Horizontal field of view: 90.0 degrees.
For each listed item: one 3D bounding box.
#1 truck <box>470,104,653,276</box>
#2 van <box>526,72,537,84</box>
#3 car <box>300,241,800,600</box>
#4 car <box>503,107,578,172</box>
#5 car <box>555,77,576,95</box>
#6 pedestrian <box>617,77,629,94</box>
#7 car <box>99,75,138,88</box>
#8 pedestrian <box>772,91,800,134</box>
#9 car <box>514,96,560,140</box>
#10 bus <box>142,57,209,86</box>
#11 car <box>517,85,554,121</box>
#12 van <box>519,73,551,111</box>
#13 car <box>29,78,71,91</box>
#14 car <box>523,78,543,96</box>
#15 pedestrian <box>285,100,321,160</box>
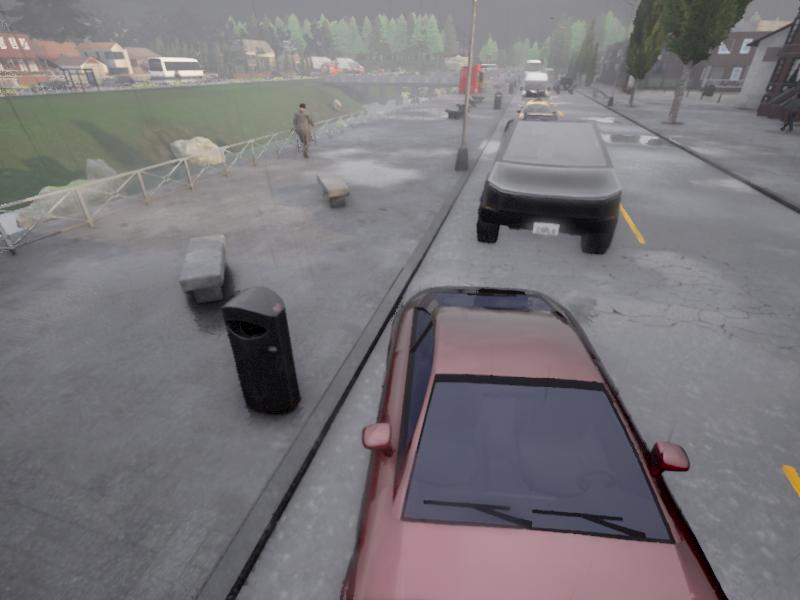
[{"bbox_3d":[3.269,-2.991,9.056,2.390,2.098,6.274,8,31,13],"label":"truck"},{"bbox_3d":[26.959,-45.402,81.782,1.775,1.987,4.442,8,31,13],"label":"van"},{"bbox_3d":[0.759,1.017,2.939,1.994,1.385,4.181,2,30,5],"label":"car"},{"bbox_3d":[5.238,-6.268,15.248,2.128,1.511,4.902,8,31,13],"label":"car"},{"bbox_3d":[21.113,-27.421,51.122,1.905,1.878,3.866,8,31,13],"label":"car"},{"bbox_3d":[27.332,-26.309,49.023,0.751,1.860,0.751,6,31,10],"label":"pedestrian"},{"bbox_3d":[-46.420,-36.156,66.093,2.033,1.649,4.856,8,31,13],"label":"car"},{"bbox_3d":[19.830,-9.455,20.171,0.751,1.860,0.751,6,31,10],"label":"pedestrian"},{"bbox_3d":[7.134,-9.692,21.043,1.801,1.575,5.366,8,31,13],"label":"car"},{"bbox_3d":[-40.158,-41.271,72.271,3.944,4.253,10.273,8,31,13],"label":"bus"},{"bbox_3d":[9.269,-13.649,27.523,1.932,1.855,4.605,8,31,13],"label":"car"},{"bbox_3d":[11.306,-17.594,33.621,1.988,2.561,5.915,8,31,13],"label":"van"},{"bbox_3d":[-49.497,-30.563,56.716,1.970,1.475,3.806,8,31,13],"label":"car"},{"bbox_3d":[16.415,-26.419,49.477,2.097,1.767,4.553,8,31,13],"label":"car"},{"bbox_3d":[-3.450,-6.094,14.354,0.751,1.860,0.751,8,31,13],"label":"pedestrian"}]
